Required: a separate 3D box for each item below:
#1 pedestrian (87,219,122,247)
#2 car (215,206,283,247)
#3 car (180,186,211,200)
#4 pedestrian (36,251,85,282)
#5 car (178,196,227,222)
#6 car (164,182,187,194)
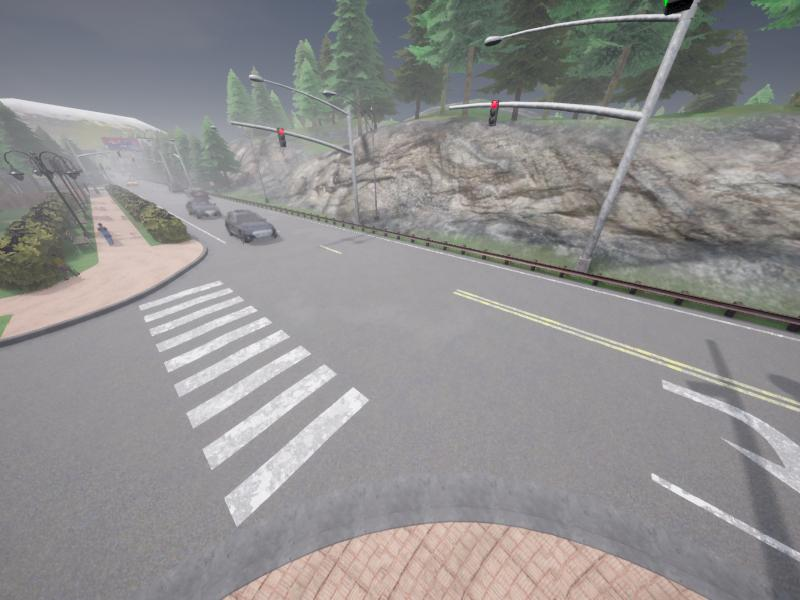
[{"bbox_3d":[-16.896,-3.855,13.238,0.751,1.300,0.751,23,37,34],"label":"pedestrian"},{"bbox_3d":[-9.970,-4.969,15.197,4.856,1.649,2.033,24,38,36],"label":"car"},{"bbox_3d":[-30.237,-15.851,34.189,4.792,1.488,2.163,23,37,34],"label":"car"},{"bbox_3d":[-13.515,-1.352,9.230,0.500,1.100,0.500,-5,30,-8],"label":"pedestrian"},{"bbox_3d":[-18.486,-8.583,21.566,4.902,1.511,2.128,23,37,34],"label":"car"},{"bbox_3d":[-40.749,-20.336,41.907,3.988,1.617,1.851,23,37,34],"label":"car"}]
